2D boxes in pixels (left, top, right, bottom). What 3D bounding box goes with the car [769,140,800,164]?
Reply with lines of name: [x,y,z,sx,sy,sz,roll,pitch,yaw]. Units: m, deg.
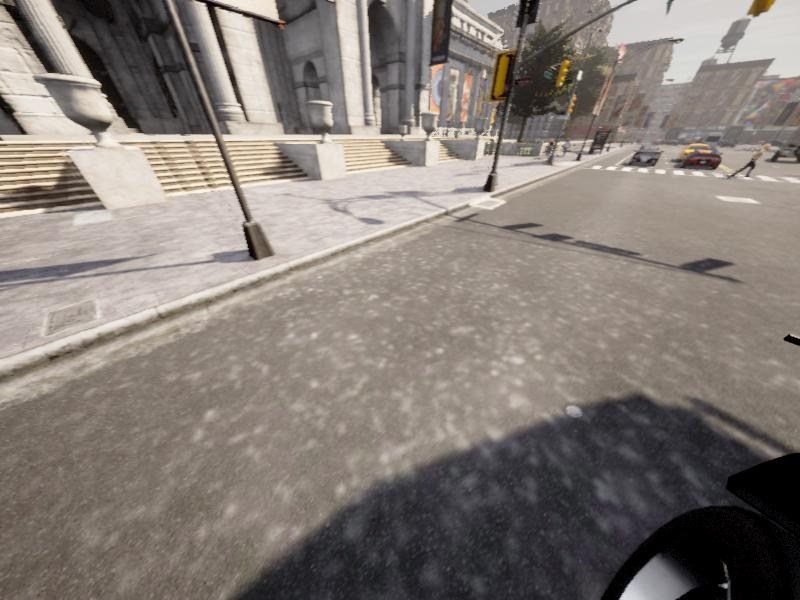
car: [40.184,-15.212,23.577,4.605,1.855,1.932,-25,43,-31]

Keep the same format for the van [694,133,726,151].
van: [54.765,-28.041,40.973,1.988,2.561,5.915,28,44,33]

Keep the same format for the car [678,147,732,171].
car: [25.114,-11.796,19.217,1.994,1.385,4.181,28,44,33]

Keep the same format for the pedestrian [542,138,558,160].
pedestrian: [15.434,-15.615,23.819,0.751,1.860,0.751,24,42,30]

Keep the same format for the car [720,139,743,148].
car: [73.393,-34.654,51.164,4.193,1.474,1.816,-20,40,-25]

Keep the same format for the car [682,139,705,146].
car: [73.154,-39.309,57.629,4.514,1.525,2.007,-16,39,-21]

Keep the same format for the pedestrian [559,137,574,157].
pedestrian: [18.922,-17.331,26.223,0.751,1.860,0.751,22,41,28]

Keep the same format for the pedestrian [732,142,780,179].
pedestrian: [21.778,-8.548,14.204,0.751,1.860,0.751,-27,44,-33]

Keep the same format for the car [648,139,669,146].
car: [69.711,-42.581,62.262,4.674,1.452,2.002,-17,39,-22]

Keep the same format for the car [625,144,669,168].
car: [22.552,-13.241,21.112,2.128,1.511,4.902,28,44,33]

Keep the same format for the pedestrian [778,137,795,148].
pedestrian: [78.193,-31.954,46.760,0.751,1.860,0.751,-2,36,-3]

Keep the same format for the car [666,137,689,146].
car: [72.730,-41.630,60.575,4.605,1.855,1.932,-16,39,-21]

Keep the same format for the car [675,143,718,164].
car: [29.957,-14.966,23.512,1.882,1.535,5.008,28,44,33]
